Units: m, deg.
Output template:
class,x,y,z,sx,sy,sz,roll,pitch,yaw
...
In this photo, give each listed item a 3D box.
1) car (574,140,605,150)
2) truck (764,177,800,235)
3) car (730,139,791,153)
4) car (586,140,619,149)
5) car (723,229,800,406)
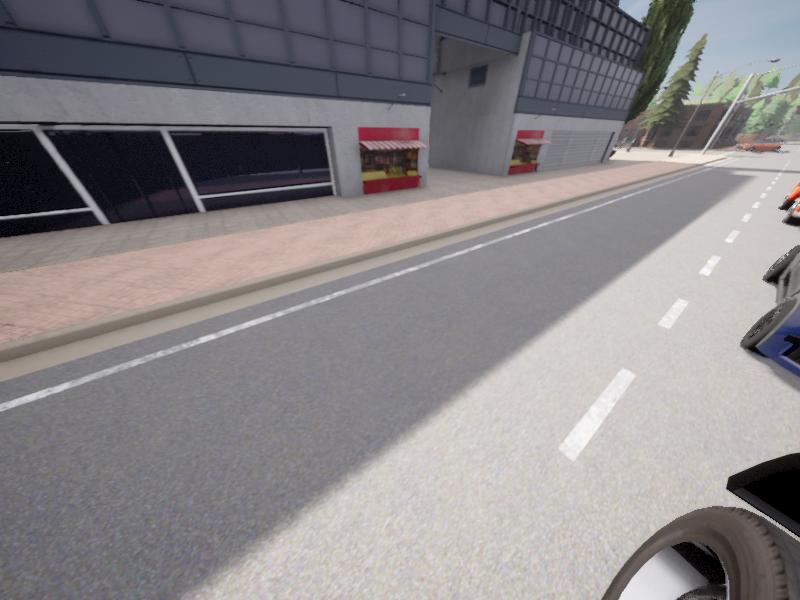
class,x,y,z,sx,sy,sz,roll,pitch,yaw
car,39.878,-32.688,48.651,2.007,1.525,4.514,-27,43,-32
truck,13.596,-3.354,6.397,5.204,2.467,2.627,-22,41,-27
car,56.711,-24.387,36.466,4.553,1.767,2.097,9,36,12
car,43.418,-33.370,49.570,2.163,1.488,4.792,-24,42,-30
car,6.291,-0.080,2.525,4.611,1.667,2.242,-22,40,-28
